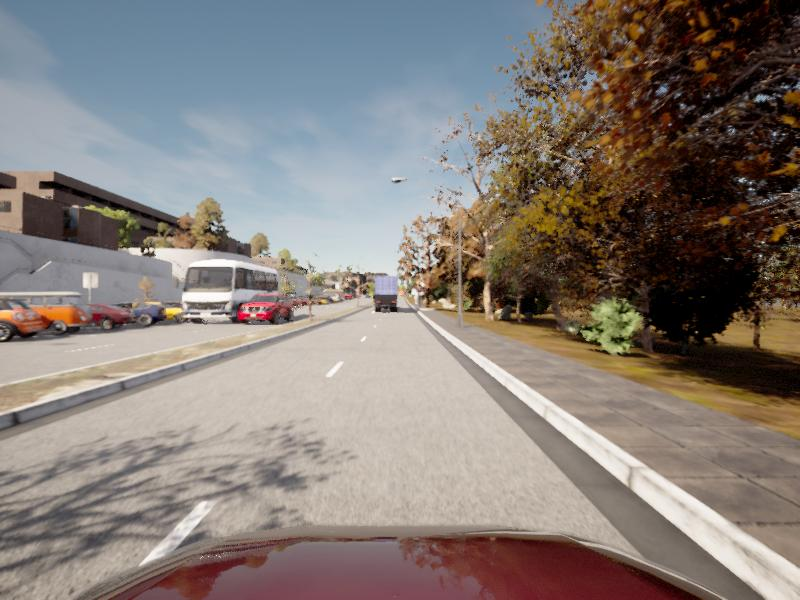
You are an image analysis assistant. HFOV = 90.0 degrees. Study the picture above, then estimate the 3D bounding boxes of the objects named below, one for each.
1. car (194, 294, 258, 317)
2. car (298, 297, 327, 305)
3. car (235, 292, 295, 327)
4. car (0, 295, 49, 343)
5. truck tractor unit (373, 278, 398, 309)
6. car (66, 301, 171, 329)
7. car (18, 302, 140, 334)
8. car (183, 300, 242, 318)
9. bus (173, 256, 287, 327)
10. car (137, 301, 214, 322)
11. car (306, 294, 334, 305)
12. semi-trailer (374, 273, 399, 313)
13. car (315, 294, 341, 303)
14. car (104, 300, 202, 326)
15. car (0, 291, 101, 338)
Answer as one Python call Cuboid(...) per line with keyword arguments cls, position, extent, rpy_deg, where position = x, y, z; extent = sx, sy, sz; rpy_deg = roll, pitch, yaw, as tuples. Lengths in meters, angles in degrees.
Cuboid(cls="car", position=(-16.899, 0.451, 39.249), extent=(5.566, 2.045, 2.435), rpy_deg=(-1, 1, -20))
Cuboid(cls="car", position=(-17.024, 0.193, 78.109), extent=(5.366, 1.575, 1.946), rpy_deg=(-1, 1, -20))
Cuboid(cls="car", position=(-8.796, 0.555, 26.733), extent=(2.150, 2.045, 5.566), rpy_deg=(0, 0, 0))
Cuboid(cls="car", position=(-16.853, 0.728, 15.396), extent=(4.553, 1.767, 2.185), rpy_deg=(-1, 0, -20))
Cuboid(cls="truck tractor unit", position=(-2.282, -0.941, 58.583), extent=(3.053, 4.208, 6.516), rpy_deg=(3, 0, -6))
Cuboid(cls="car", position=(-16.903, 0.864, 24.328), extent=(4.792, 1.488, 2.163), rpy_deg=(-1, 0, -20))
Cuboid(cls="car", position=(-16.873, 0.883, 21.356), extent=(4.674, 1.452, 2.002), rpy_deg=(-1, 0, -20))
Cuboid(cls="car", position=(-16.867, 0.775, 36.282), extent=(4.674, 1.452, 2.002), rpy_deg=(-1, 1, -20))
Cuboid(cls="bus", position=(-11.684, -0.566, 29.175), extent=(3.944, 4.253, 10.273), rpy_deg=(0, 0, 0))
Cuboid(cls="car", position=(-16.847, 0.823, 30.325), extent=(4.792, 1.488, 2.163), rpy_deg=(-1, 0, -20))
Cuboid(cls="car", position=(-16.827, -0.150, 84.197), extent=(5.566, 2.045, 2.435), rpy_deg=(-1, 1, -20))
Cuboid(cls="semi-trailer", position=(-1.841, -0.914, 50.666), extent=(2.717, 4.402, 14.254), rpy_deg=(0, 1, -3))
Cuboid(cls="car", position=(-16.874, -0.327, 93.176), extent=(5.566, 2.045, 2.435), rpy_deg=(-1, 1, -20))
Cuboid(cls="car", position=(-16.703, 0.809, 27.397), extent=(5.366, 1.575, 1.946), rpy_deg=(-1, 0, -20))
Cuboid(cls="car", position=(-16.775, 0.625, 18.423), extent=(4.442, 1.987, 1.878), rpy_deg=(-1, 0, -20))
